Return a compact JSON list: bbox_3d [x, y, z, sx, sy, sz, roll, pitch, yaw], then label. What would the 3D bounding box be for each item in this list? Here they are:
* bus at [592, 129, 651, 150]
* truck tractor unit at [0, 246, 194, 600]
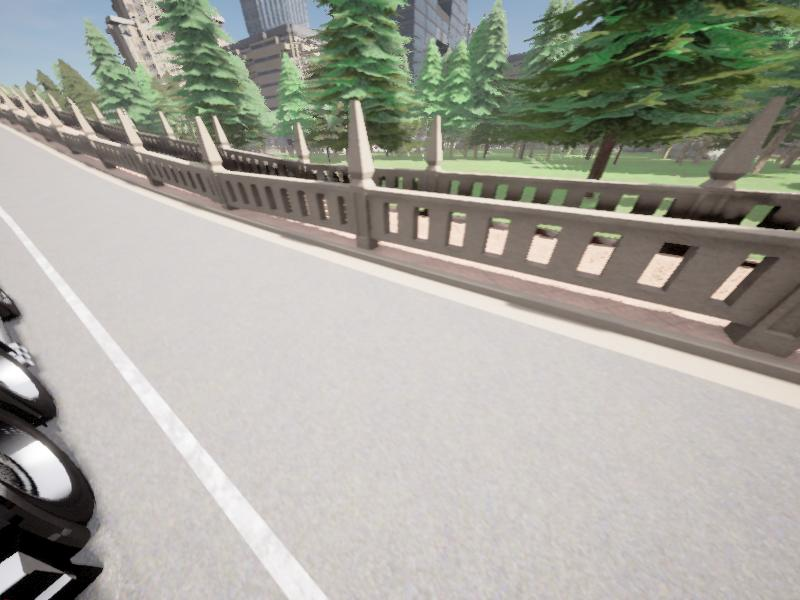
[{"bbox_3d":[58.218,-42.575,61.357,10.273,4.253,3.944,19,39,26],"label":"bus"},{"bbox_3d":[-5.069,-0.344,0.811,6.516,4.208,3.053,20,39,25],"label":"truck tractor unit"}]
